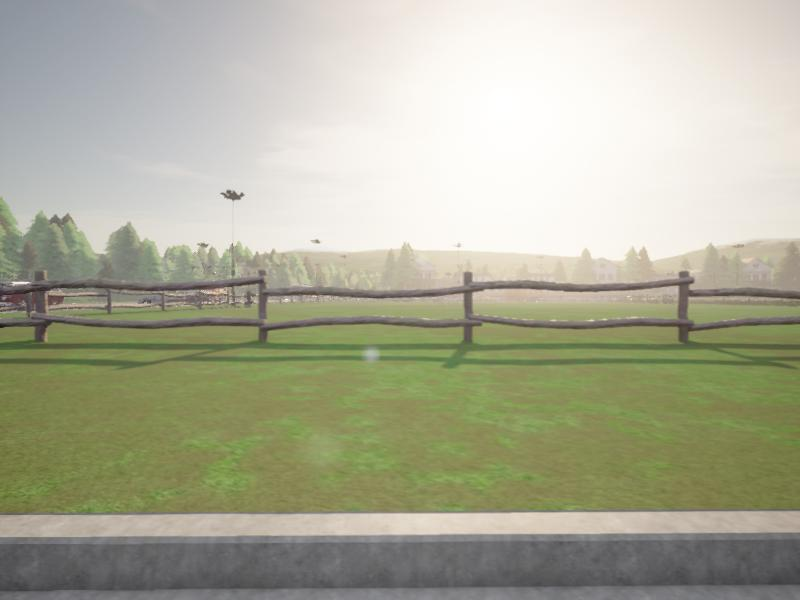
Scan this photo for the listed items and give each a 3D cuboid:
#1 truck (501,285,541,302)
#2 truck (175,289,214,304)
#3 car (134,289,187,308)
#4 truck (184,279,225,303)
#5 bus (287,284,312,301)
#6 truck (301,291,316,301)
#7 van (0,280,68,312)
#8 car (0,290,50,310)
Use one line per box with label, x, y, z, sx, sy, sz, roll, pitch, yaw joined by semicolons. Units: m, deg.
truck;27.842;-1.492;92.253;8.468;3.827;2.891;0;0;-1
truck;-29.619;-0.510;57.850;2.390;2.098;6.274;0;0;0
car;-22.588;-0.155;37.925;2.242;1.667;4.611;0;0;0
truck;-33.082;-1.451;68.243;2.891;3.827;8.468;0;0;0
bus;-26.119;-1.888;104.810;3.944;4.253;10.273;0;0;0
truck;-22.730;-0.956;99.802;2.627;2.467;5.204;0;0;0
van;-26.069;-0.284;27.928;2.069;2.038;4.480;0;1;0
car;-29.572;-0.023;30.650;1.816;1.474;4.193;0;0;0
